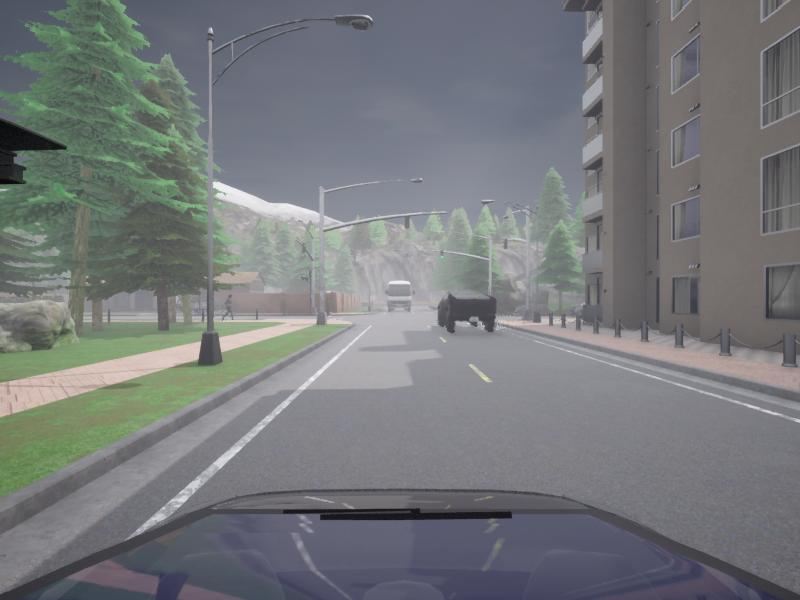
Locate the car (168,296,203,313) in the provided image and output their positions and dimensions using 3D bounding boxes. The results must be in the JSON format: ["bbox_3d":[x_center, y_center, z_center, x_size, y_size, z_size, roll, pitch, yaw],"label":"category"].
[{"bbox_3d":[-24.091,0.505,45.073,1.905,1.878,3.866,0,0,-1],"label":"car"}]

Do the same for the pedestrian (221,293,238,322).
[{"bbox_3d":[-11.162,0.471,26.189,0.751,1.860,0.751,0,0,0],"label":"pedestrian"}]

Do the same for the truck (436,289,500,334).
[{"bbox_3d":[3.468,0.542,21.843,2.390,2.098,6.274,0,0,0],"label":"truck"}]

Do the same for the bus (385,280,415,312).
[{"bbox_3d":[0.035,-0.534,57.845,3.944,4.253,10.273,0,0,0],"label":"bus"}]

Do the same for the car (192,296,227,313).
[{"bbox_3d":[-21.587,0.503,45.523,1.932,1.855,4.605,0,0,-1],"label":"car"}]

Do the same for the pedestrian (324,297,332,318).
[{"bbox_3d":[-6.422,0.625,35.668,0.751,1.860,0.751,0,0,-11],"label":"pedestrian"}]
